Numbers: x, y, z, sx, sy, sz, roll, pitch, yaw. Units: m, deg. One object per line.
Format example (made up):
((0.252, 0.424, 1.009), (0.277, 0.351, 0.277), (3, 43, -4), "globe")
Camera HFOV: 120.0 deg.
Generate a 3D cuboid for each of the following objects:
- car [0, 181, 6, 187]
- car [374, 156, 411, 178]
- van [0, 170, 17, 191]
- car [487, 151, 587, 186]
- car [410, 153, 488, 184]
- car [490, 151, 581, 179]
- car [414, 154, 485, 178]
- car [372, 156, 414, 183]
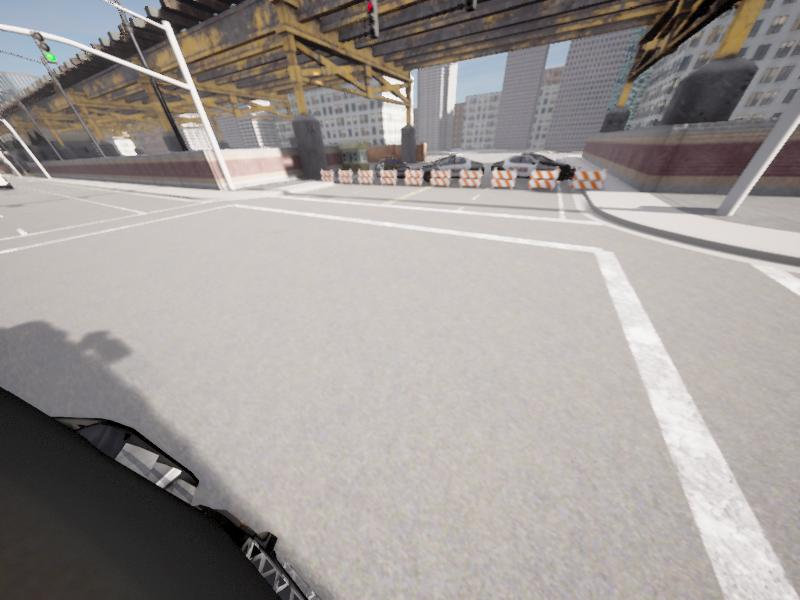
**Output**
((-52.168, -15.126, 28.905), (3.866, 1.878, 1.905), (16, 38, 26), "car")
((-0.704, -10.725, 18.476), (1.853, 1.218, 4.536), (-11, 34, -13), "car")
((-45.247, -13.434, 25.257), (5.915, 2.561, 1.988), (16, 38, 26), "van")
((8.361, -8.516, 14.762), (2.038, 1.542, 4.974), (-21, 37, -25), "car")
((3.317, -9.441, 16.529), (4.974, 1.542, 2.038), (-6, 34, -4), "car")
((8.328, -8.671, 14.713), (1.853, 1.218, 4.536), (-21, 37, -25), "car")
((3.362, -9.578, 16.446), (4.536, 1.218, 1.853), (-6, 34, -4), "car")
((-0.683, -10.567, 18.521), (2.038, 1.542, 4.974), (-11, 34, -13), "car")
